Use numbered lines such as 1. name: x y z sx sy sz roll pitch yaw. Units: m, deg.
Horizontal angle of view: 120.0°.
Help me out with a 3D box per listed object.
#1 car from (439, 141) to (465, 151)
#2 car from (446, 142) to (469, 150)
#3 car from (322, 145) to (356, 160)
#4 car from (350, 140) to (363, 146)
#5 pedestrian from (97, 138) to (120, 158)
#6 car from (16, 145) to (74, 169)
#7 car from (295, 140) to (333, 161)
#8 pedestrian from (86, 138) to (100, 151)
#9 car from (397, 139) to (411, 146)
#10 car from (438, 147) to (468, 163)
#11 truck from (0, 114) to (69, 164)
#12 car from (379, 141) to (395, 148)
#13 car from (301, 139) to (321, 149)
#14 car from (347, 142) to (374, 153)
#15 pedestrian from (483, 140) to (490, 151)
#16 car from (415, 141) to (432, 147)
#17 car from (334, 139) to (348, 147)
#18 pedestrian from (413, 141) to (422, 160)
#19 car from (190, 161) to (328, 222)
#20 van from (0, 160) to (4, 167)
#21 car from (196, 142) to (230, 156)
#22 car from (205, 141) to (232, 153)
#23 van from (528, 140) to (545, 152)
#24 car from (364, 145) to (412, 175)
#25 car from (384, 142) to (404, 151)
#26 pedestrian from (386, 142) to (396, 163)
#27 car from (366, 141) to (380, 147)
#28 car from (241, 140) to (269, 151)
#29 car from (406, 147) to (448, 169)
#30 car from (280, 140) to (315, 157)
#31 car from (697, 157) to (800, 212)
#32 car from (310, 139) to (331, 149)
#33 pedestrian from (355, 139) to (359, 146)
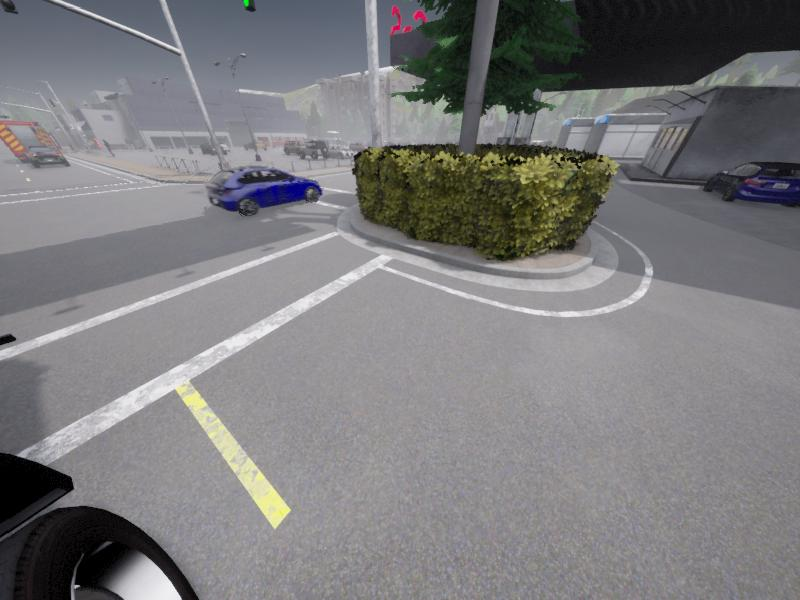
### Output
1. car: 11.771 -34.985 52.405 5.027 1.636 2.152 22 41 28
2. car: 13.521 -36.471 54.543 4.514 1.523 2.007 22 41 28
3. car: -7.764 -18.818 29.370 3.806 1.475 1.970 22 41 28
4. car: -15.492 -56.203 82.615 1.816 1.474 4.193 22 41 28
5. pedestrian: -34.347 -17.913 27.239 0.751 1.860 0.751 -19 40 -26
6. car: -31.420 -12.710 20.411 4.974 1.542 2.038 22 41 28
7. car: -10.164 -17.688 27.256 3.866 1.878 1.905 22 41 28
8. pedestrian: -56.334 -28.523 42.395 0.751 1.860 0.751 28 44 34
9. car: 1.369 -53.646 78.790 4.605 1.855 1.932 22 40 27
10. car: 6.480 -17.609 28.011 1.970 1.475 3.806 22 41 28
11. truck: -38.715 -16.620 23.920 8.468 3.827 2.891 22 41 28
12. car: -3.462 -41.203 61.220 3.806 1.475 1.970 22 41 28
13. car: -19.902 -35.113 51.926 3.866 1.878 1.905 22 41 28
14. car: -7.041 -27.292 41.296 4.514 1.523 2.007 22 41 28
15. pedestrian: 17.577 -31.253 46.819 0.751 1.860 0.751 22 41 28
16. car: 7.701 -50.975 75.388 4.792 1.488 2.163 22 40 27
17. car: -18.773 -50.132 73.639 1.905 1.878 3.866 22 41 28
18. pedestrian: 2.193 -18.634 28.796 0.751 1.860 0.751 22 41 28
19. car: -5.269 -4.573 9.337 1.816 1.474 4.193 23 40 27
20. van: -37.291 -12.841 20.114 4.480 2.038 2.069 22 41 28
21. car: -26.925 -21.720 33.246 4.514 1.523 2.007 22 41 28
22. car: -30.617 -25.836 38.950 3.806 1.475 1.970 22 41 28
23. van: 29.026 -32.668 49.056 2.069 2.038 4.480 22 41 28
24. car: -0.882 -11.790 19.339 1.905 1.878 3.866 22 41 28
25. car: -1.296 -31.964 48.006 3.633 1.501 1.845 22 41 28
26. pedestrian: -0.987 -15.967 24.988 0.751 1.860 0.751 21 40 27
27. car: -7.849 -45.076 66.670 3.633 1.501 1.845 22 41 28
28. car: -27.214 -29.028 43.369 5.027 1.636 2.152 22 41 28
29. car: 2.837 -14.706 23.734 2.033 1.649 4.856 22 41 28
30. car: -14.743 -21.829 33.138 4.605 1.855 1.932 22 41 28
31. car: 17.423 -5.820 11.300 2.242 1.667 4.611 22 41 28
32. car: -18.580 -36.601 54.083 4.605 1.855 1.932 22 41 28
33. pedestrian: -14.316 -51.975 76.252 0.751 1.860 0.751 -28 44 -34
